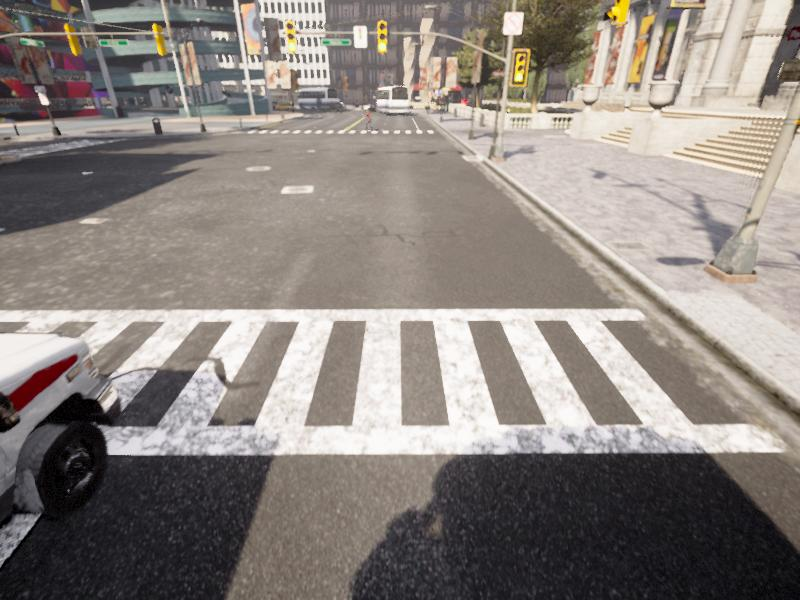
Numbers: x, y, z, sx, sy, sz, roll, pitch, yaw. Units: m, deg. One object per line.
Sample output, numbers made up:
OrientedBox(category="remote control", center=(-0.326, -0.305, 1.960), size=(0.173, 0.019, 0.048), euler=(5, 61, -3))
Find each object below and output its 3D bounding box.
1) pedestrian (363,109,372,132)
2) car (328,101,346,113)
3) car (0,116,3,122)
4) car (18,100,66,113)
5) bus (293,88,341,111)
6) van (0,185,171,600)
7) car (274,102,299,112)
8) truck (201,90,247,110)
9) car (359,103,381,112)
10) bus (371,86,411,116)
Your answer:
OrientedBox(category="pedestrian", center=(-2.898, -16.180, 36.034), size=(0.751, 1.860, 0.751), euler=(-1, 27, -2))
OrientedBox(category="car", center=(-11.817, -36.048, 74.765), size=(1.905, 1.878, 3.866), euler=(-14, 30, -25))
OrientedBox(category="car", center=(-50.082, -21.534, 46.640), size=(4.902, 1.511, 2.128), euler=(0, 27, 0))
OrientedBox(category="car", center=(-62.200, -33.686, 69.549), size=(5.566, 2.045, 2.435), euler=(0, 27, 0))
OrientedBox(category="bus", center=(-17.808, -42.868, 85.427), size=(10.273, 4.253, 3.944), euler=(21, 34, 35))
OrientedBox(category="van", center=(-3.500, 1.683, 0.685), size=(2.351, 2.431, 6.366), euler=(0, 27, 0))
OrientedBox(category="car", center=(-23.340, -39.662, 82.160), size=(5.366, 1.575, 1.801), euler=(21, 34, 35))
OrientedBox(category="truck", center=(-38.624, -43.850, 87.811), size=(8.468, 3.827, 2.891), euler=(5, 28, 9))
OrientedBox(category="car", center=(-5.901, -37.640, 78.168), size=(2.038, 1.542, 4.974), euler=(-16, 31, -28))
OrientedBox(category="bus", center=(-1.635, -33.656, 67.497), size=(3.944, 4.253, 10.273), euler=(-8, 28, -16))
